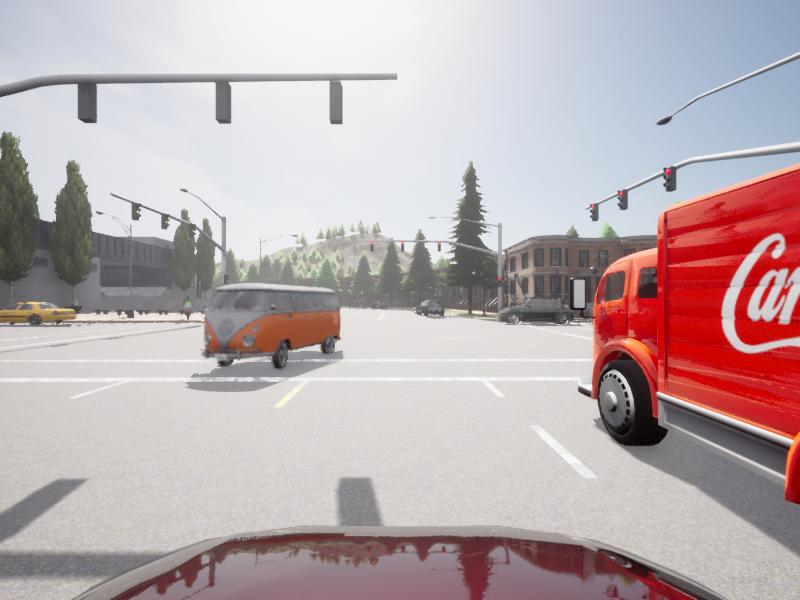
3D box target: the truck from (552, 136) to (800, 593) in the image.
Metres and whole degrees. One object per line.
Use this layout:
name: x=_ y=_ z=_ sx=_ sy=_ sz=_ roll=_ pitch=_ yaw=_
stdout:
truck: x=3.467 y=0.353 z=2.993 sx=2.627 sy=2.467 sz=5.204 roll=0 pitch=0 yaw=-1

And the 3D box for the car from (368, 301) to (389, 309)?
car: x=-3.829 y=0.869 z=70.751 sx=1.970 sy=1.475 sz=3.806 roll=0 pitch=0 yaw=-32

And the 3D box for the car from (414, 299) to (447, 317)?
car: x=2.952 y=0.778 z=39.880 sx=2.033 sy=1.649 sz=4.856 roll=1 pitch=0 yaw=-11

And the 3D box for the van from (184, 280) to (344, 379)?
van: x=-3.161 y=0.598 z=10.427 sx=1.775 sy=1.987 sz=4.442 roll=0 pitch=0 yaw=15

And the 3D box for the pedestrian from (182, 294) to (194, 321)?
pedestrian: x=-14.802 y=0.485 z=27.951 sx=0.751 sy=1.860 sz=0.751 roll=0 pitch=0 yaw=-28

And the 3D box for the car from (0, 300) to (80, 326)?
car: x=-23.429 y=0.801 z=25.042 sx=5.366 sy=1.575 sz=1.801 roll=0 pitch=0 yaw=-1

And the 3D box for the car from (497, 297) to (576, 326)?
car: x=8.751 y=0.694 z=26.037 sx=4.553 sy=1.767 sz=2.097 roll=0 pitch=0 yaw=9
